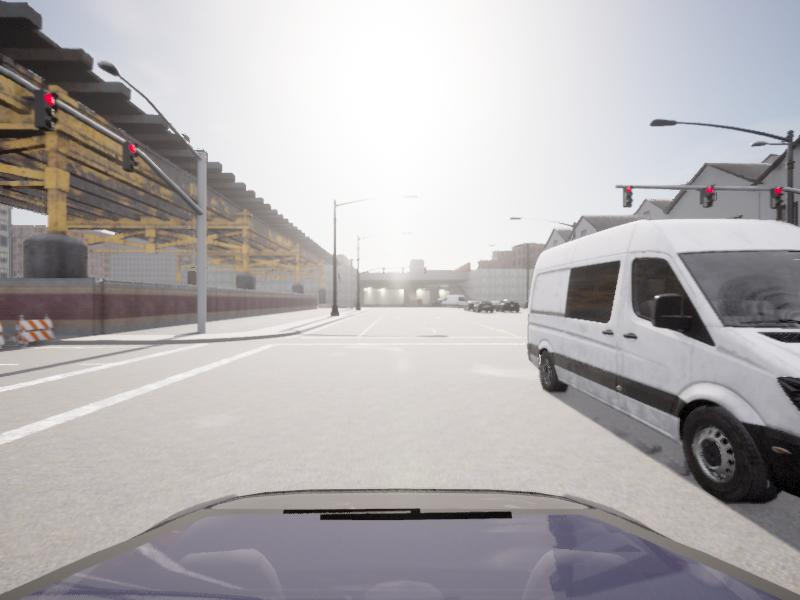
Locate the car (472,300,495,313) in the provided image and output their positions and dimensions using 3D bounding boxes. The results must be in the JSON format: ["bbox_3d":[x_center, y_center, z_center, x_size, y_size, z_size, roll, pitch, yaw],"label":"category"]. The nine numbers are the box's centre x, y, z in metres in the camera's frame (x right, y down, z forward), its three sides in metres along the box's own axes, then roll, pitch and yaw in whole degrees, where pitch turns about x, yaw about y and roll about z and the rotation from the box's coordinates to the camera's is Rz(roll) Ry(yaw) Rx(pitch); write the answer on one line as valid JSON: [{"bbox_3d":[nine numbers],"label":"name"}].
[{"bbox_3d":[10.490,0.827,50.419,2.007,1.525,4.514,0,0,0],"label":"car"}]

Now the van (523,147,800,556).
[{"bbox_3d":[3.495,0.322,5.181,1.988,2.561,5.915,0,0,0],"label":"van"}]

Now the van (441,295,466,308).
[{"bbox_3d":[10.884,0.300,82.046,1.988,2.561,5.915,0,0,-27],"label":"van"}]

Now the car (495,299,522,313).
[{"bbox_3d":[13.987,0.754,52.003,2.242,1.667,4.611,0,0,0],"label":"car"}]
